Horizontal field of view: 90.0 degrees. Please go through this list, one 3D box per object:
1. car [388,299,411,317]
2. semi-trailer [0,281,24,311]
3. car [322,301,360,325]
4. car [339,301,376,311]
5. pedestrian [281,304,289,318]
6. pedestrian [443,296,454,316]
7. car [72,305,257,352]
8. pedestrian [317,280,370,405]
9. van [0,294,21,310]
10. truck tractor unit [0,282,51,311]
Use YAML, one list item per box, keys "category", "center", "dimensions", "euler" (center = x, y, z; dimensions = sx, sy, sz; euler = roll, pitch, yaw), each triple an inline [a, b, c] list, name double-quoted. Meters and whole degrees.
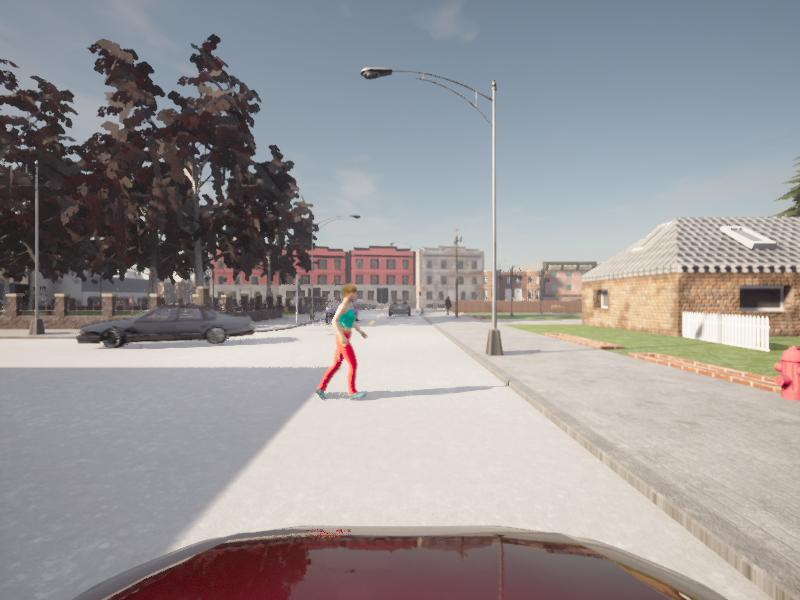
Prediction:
- category: "car"
  center: [-0.004, 0.756, 40.421]
  dimensions: [2.242, 1.667, 4.611]
  euler: [0, 0, 1]
- category: "semi-trailer"
  center: [-64.573, -0.619, 59.771]
  dimensions: [14.254, 4.402, 2.717]
  euler: [0, 0, 1]
- category: "car"
  center: [-3.966, 0.823, 27.714]
  dimensions: [1.882, 1.535, 5.008]
  euler: [0, 0, 0]
- category: "car"
  center: [-6.297, 0.894, 59.579]
  dimensions: [5.357, 1.411, 2.033]
  euler: [0, 0, 0]
- category: "pedestrian"
  center: [-9.211, 0.914, 32.169]
  dimensions: [0.500, 1.100, 0.500]
  euler: [0, 0, 0]
- category: "pedestrian"
  center: [4.468, 0.532, 36.686]
  dimensions: [0.751, 1.860, 0.751]
  euler: [0, 0, 28]
- category: "car"
  center: [-8.023, 0.894, 14.288]
  dimensions: [5.357, 1.411, 2.033]
  euler: [0, 0, -24]
- category: "pedestrian"
  center: [-0.866, 0.637, 6.334]
  dimensions: [0.751, 1.860, 0.751]
  euler: [0, 0, -2]
- category: "van"
  center: [-64.214, 0.321, 63.587]
  dimensions: [5.915, 2.561, 1.988]
  euler: [0, 0, 0]
- category: "truck tractor unit"
  center: [-56.660, -0.524, 59.670]
  dimensions: [6.516, 4.208, 3.053]
  euler: [0, 0, 1]
